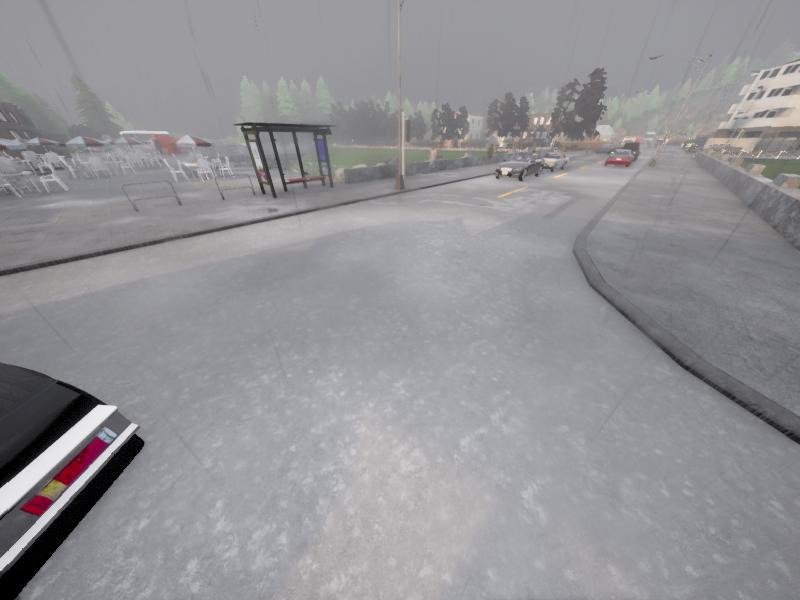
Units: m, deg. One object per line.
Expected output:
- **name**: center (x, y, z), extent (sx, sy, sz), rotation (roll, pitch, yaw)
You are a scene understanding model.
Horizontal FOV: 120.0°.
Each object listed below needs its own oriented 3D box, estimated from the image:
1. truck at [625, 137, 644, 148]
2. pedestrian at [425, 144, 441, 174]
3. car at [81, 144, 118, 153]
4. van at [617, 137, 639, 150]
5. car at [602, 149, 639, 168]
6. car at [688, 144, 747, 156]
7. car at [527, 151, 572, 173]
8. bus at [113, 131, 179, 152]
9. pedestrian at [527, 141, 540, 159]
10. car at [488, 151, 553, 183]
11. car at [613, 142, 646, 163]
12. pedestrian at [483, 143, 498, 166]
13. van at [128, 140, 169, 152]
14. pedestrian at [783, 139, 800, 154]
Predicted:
- **truck**: center (66.152, -44.428, 65.177), extent (2.627, 2.467, 5.204), rotation (29, 44, 35)
- **pedestrian**: center (2.442, -10.417, 17.098), extent (0.751, 1.860, 0.751), rotation (29, 44, 35)
- **car**: center (-68.595, -34.594, 52.826), extent (2.038, 1.542, 4.974), rotation (29, 44, 35)
- **van**: center (54.901, -37.663, 55.579), extent (2.351, 2.431, 6.366), rotation (29, 44, 35)
- **car**: center (22.002, -14.174, 23.004), extent (1.994, 1.385, 4.181), rotation (27, 43, 33)
- **car**: center (49.760, -23.690, 36.445), extent (5.357, 1.411, 2.033), rotation (29, 44, 35)
- **car**: center (13.147, -12.152, 20.229), extent (1.895, 1.301, 4.718), rotation (29, 44, 35)
- **bus**: center (-65.156, -40.962, 59.613), extent (3.944, 4.253, 10.273), rotation (29, 44, 35)
- **pedestrian**: center (17.093, -19.183, 29.583), extent (0.751, 1.860, 0.751), rotation (28, 44, 34)
- **car**: center (8.410, -9.321, 16.009), extent (2.128, 1.511, 4.902), rotation (29, 45, 35)
- **car**: center (26.930, -17.359, 27.086), extent (1.905, 1.878, 3.866), rotation (29, 44, 35)
- **pedestrian**: center (8.547, -13.818, 21.938), extent (0.751, 1.860, 0.751), rotation (26, 43, 33)
- **van**: center (-62.689, -38.485, 57.633), extent (2.351, 2.431, 6.366), rotation (29, 44, 35)
- **pedestrian**: center (59.773, -23.386, 35.097), extent (0.751, 1.860, 0.751), rotation (28, 44, 34)
